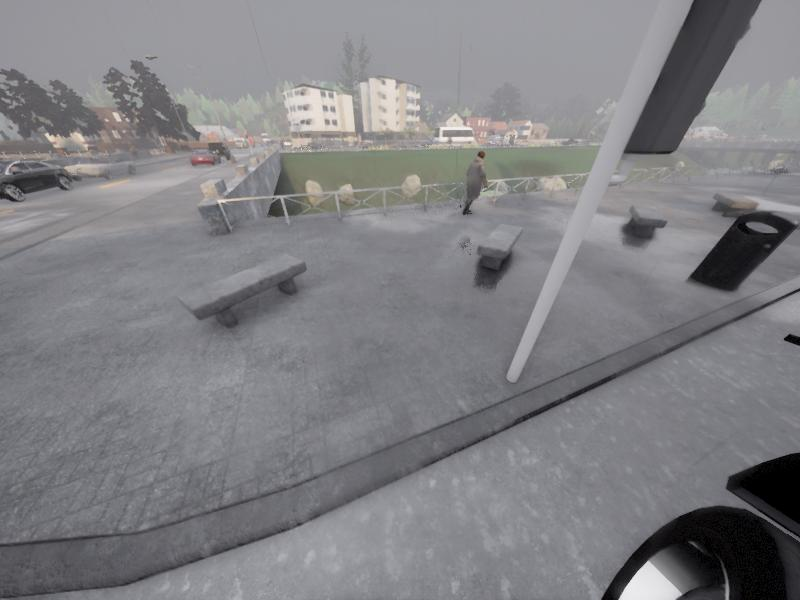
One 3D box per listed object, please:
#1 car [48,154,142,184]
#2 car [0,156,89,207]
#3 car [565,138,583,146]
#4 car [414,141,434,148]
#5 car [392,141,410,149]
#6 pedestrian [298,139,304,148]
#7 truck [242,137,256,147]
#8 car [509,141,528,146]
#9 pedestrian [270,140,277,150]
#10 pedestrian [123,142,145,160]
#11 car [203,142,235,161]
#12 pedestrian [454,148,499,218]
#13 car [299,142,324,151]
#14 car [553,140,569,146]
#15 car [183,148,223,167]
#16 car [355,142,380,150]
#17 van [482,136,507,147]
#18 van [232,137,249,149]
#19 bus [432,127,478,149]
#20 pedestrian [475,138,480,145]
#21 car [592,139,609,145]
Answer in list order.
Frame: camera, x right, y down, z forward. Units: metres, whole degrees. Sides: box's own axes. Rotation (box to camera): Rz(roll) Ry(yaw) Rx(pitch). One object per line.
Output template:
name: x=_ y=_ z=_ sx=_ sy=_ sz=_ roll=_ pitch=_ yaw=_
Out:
car: x=-20.691 y=-9.213 z=16.043 sx=1.895 sy=1.301 sz=4.718 roll=-13 pitch=37 yaw=-17
car: x=-18.089 y=-5.603 z=10.708 sx=2.128 sy=1.511 sz=4.902 roll=-12 pitch=37 yaw=-16
car: x=52.980 y=-48.187 z=70.350 sx=3.866 sy=1.878 sz=1.905 roll=-13 pitch=37 yaw=-17
car: x=6.100 y=-39.879 z=59.228 sx=4.892 sy=1.490 sz=1.837 roll=-13 pitch=37 yaw=-17
car: x=0.273 y=-38.550 z=57.404 sx=3.806 sy=1.475 sz=1.970 roll=-13 pitch=37 yaw=-17
pedestrian: x=-23.533 y=-37.214 z=54.932 sx=0.751 sy=1.860 sz=0.751 roll=-13 pitch=37 yaw=-17
truck: x=-48.424 y=-50.706 z=74.187 sx=2.627 sy=2.467 sz=5.204 roll=-13 pitch=37 yaw=-17
car: x=35.091 y=-46.372 z=68.397 sx=4.718 sy=1.301 sz=1.895 roll=-13 pitch=37 yaw=-17
pedestrian: x=-28.547 y=-35.035 z=52.062 sx=0.751 sy=1.860 sz=0.751 roll=-11 pitch=37 yaw=-15
pedestrian: x=-31.880 y=-17.855 z=27.693 sx=0.751 sy=1.860 sz=0.751 roll=-11 pitch=37 yaw=-15
car: x=-22.660 y=-18.732 z=29.066 sx=1.905 sy=1.878 sz=3.866 roll=-13 pitch=37 yaw=-17
pedestrian: x=2.357 y=-3.710 z=7.359 sx=0.751 sy=1.860 sz=0.751 roll=-14 pitch=37 yaw=-18
car: x=-19.592 y=-34.031 z=51.121 sx=4.892 sy=1.490 sz=1.837 roll=-13 pitch=37 yaw=-17
car: x=51.035 y=-50.021 z=73.385 sx=3.806 sy=1.475 sz=1.970 roll=-13 pitch=37 yaw=-17
car: x=-20.058 y=-14.699 z=23.769 sx=1.994 sy=1.385 sz=4.181 roll=-14 pitch=37 yaw=-19
car: x=-7.646 y=-36.721 z=54.940 sx=5.357 sy=1.411 sz=2.033 roll=-13 pitch=37 yaw=-17
van: x=26.727 y=-44.939 z=65.446 sx=6.366 sy=2.431 sz=2.351 roll=-13 pitch=37 yaw=-17
van: x=-42.539 y=-41.983 z=61.787 sx=2.351 sy=2.431 sz=6.366 roll=-13 pitch=37 yaw=-17
bus: x=13.495 y=-40.285 z=57.360 sx=10.273 sy=4.253 sz=3.944 roll=-13 pitch=37 yaw=-17
pedestrian: x=23.104 y=-47.140 z=68.726 sx=0.751 sy=1.860 sz=0.751 roll=-19 pitch=39 yaw=-24
car: x=64.102 y=-50.552 z=73.959 sx=4.193 sy=1.474 sz=1.816 roll=-13 pitch=37 yaw=-17
